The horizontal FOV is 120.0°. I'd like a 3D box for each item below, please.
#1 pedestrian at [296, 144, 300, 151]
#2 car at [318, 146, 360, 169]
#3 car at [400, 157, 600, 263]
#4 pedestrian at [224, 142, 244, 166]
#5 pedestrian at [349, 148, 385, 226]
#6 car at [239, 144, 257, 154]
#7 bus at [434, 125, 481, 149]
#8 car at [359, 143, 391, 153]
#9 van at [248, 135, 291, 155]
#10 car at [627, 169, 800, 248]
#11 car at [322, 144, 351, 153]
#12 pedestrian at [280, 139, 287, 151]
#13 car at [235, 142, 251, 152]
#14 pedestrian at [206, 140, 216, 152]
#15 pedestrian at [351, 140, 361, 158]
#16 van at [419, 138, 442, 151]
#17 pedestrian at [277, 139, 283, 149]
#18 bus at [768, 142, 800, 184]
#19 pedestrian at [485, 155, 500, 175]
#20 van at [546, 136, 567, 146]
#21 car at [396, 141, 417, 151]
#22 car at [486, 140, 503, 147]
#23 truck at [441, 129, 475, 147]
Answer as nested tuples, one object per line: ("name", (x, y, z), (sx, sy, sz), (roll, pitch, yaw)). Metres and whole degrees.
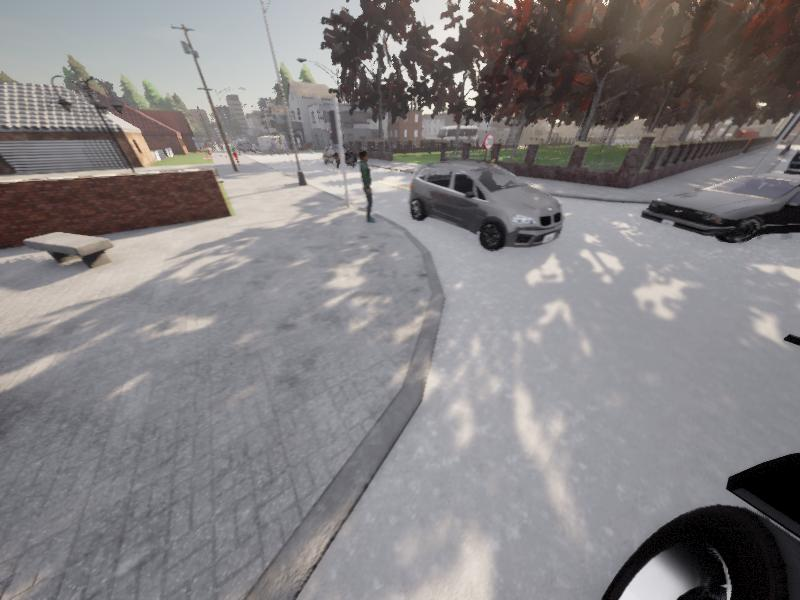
("pedestrian", (-19.601, -29.370, 44.488), (0.500, 1.100, 0.500), (-9, 36, -12))
("car", (-5.862, -13.650, 21.957), (1.882, 1.535, 5.008), (-22, 41, -28))
("car", (2.189, -2.948, 6.615), (2.242, 1.667, 4.611), (-21, 40, -26))
("pedestrian", (-15.201, -13.409, 21.195), (0.751, 1.860, 0.751), (-14, 37, -18))
("pedestrian", (-0.919, -3.179, 6.565), (0.751, 1.860, 0.751), (-9, 36, -11))
("car", (-27.718, -27.559, 41.997), (1.994, 1.385, 4.181), (-22, 41, -28))
("bus", (13.504, -38.323, 54.376), (10.273, 4.253, 3.944), (-19, 39, -23))
("car", (-4.464, -27.580, 41.804), (5.357, 1.411, 2.033), (-21, 40, -26))
("van", (-22.545, -26.780, 39.926), (6.366, 2.431, 2.351), (14, 47, 20))
("car", (9.958, -2.621, 6.321), (5.357, 1.411, 2.033), (-4, 36, -5))
("car", (-11.424, -27.435, 41.744), (4.718, 1.301, 1.895), (-22, 40, -27))
("pedestrian", (-22.083, -29.333, 43.836), (0.751, 1.860, 0.751), (-16, 38, -21))
("car", (-31.776, -30.948, 46.628), (1.851, 1.617, 3.988), (-22, 41, -28))
("pedestrian", (-36.378, -29.768, 44.554), (0.751, 1.860, 0.751), (28, 44, 34))
("pedestrian", (-5.391, -18.700, 28.606), (0.751, 1.860, 0.751), (-24, 42, -30))
("van", (6.294, -31.974, 47.421), (4.442, 1.987, 1.775), (-24, 41, -29))
("pedestrian", (-27.791, -36.069, 53.404), (0.751, 1.860, 0.751), (-8, 36, -11))
("bus", (26.477, -9.293, 13.165), (10.273, 4.253, 3.944), (-21, 40, -28))
("pedestrian", (6.171, -9.016, 15.447), (0.500, 1.100, 0.500), (-22, 41, -28))
("van", (48.481, -49.306, 71.598), (6.366, 2.431, 2.351), (-22, 41, -28))
("car", (1.327, -29.820, 44.809), (3.633, 1.501, 1.845), (-23, 41, -29))
("car", (25.702, -42.614, 62.796), (4.674, 1.442, 1.812), (-22, 41, -28))
("truck", (15.278, -43.048, 61.437), (2.891, 3.827, 8.468), (-25, 42, -30))
